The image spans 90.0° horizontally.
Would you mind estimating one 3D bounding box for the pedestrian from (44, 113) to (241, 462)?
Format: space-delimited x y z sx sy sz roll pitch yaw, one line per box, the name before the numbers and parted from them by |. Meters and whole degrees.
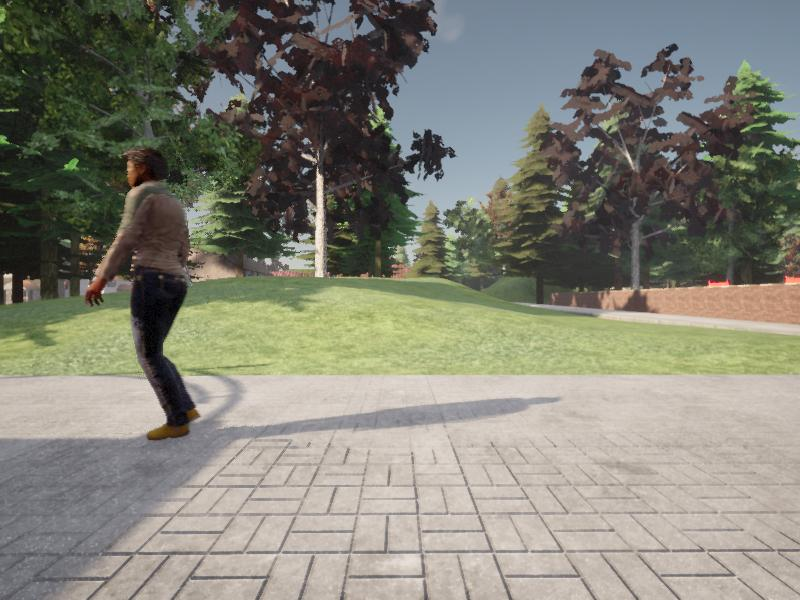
pedestrian | -1.523 -0.067 2.507 0.751 1.860 0.751 0 0 0
